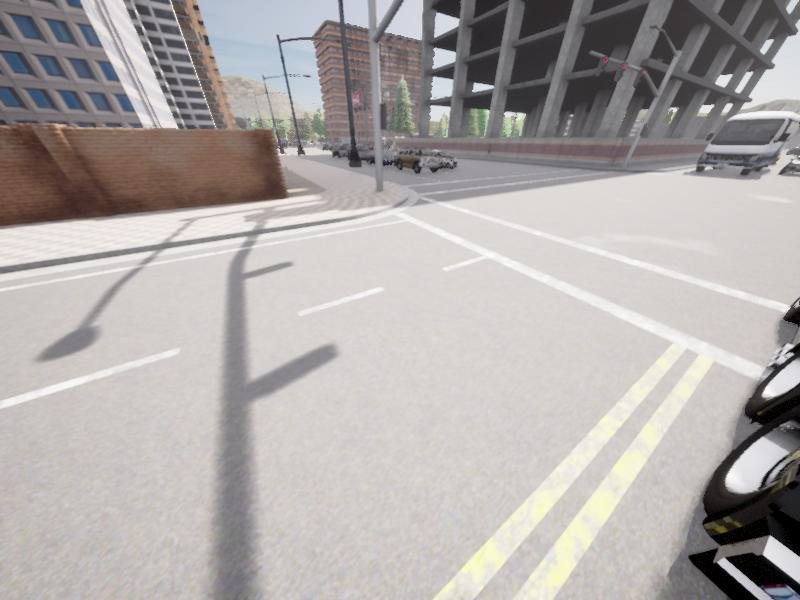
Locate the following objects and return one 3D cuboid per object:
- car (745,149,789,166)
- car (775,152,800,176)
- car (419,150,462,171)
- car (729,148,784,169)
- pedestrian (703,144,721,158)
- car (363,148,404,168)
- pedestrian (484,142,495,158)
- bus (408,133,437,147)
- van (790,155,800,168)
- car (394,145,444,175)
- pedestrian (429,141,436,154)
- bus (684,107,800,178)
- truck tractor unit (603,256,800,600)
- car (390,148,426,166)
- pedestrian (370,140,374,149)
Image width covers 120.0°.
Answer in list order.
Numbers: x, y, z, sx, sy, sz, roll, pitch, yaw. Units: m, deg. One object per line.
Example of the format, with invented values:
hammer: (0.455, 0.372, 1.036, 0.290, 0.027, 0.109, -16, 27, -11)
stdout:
car: (44.449, -17.319, 27.946, 5.366, 1.575, 1.801, -19, 39, -25)
car: (33.803, -11.337, 19.267, 3.705, 1.549, 1.789, -19, 39, -25)
car: (3.700, -13.397, 22.029, 1.970, 1.475, 3.806, -18, 39, -25)
car: (38.393, -15.288, 24.890, 4.611, 1.667, 2.242, -19, 39, -25)
pedestrian: (47.051, -22.485, 34.848, 0.751, 1.860, 0.751, -15, 38, -20)
car: (-1.770, -14.758, 23.934, 2.163, 1.488, 4.792, -19, 39, -25)
pedestrian: (12.771, -21.407, 32.989, 0.751, 1.860, 0.751, -16, 38, -22)
bus: (8.312, -59.717, 86.279, 10.273, 4.253, 3.944, -19, 39, -25)
van: (45.805, -15.794, 25.023, 6.366, 2.431, 2.351, -19, 39, -25)
car: (1.402, -11.899, 19.501, 1.932, 1.855, 4.605, -17, 38, -23)
pedestrian: (6.042, -28.233, 42.752, 0.751, 1.860, 0.751, -17, 38, -23)
bus: (30.880, -13.699, 20.275, 10.273, 4.253, 3.944, -19, 39, -25)
truck tractor unit: (5.099, -0.312, 0.802, 6.516, 4.208, 3.053, -19, 39, -25)
car: (0.774, -16.196, 26.059, 1.812, 1.442, 4.674, -18, 39, -25)
pedestrian: (-7.373, -40.844, 60.777, 0.751, 1.860, 0.751, -15, 38, -21)
